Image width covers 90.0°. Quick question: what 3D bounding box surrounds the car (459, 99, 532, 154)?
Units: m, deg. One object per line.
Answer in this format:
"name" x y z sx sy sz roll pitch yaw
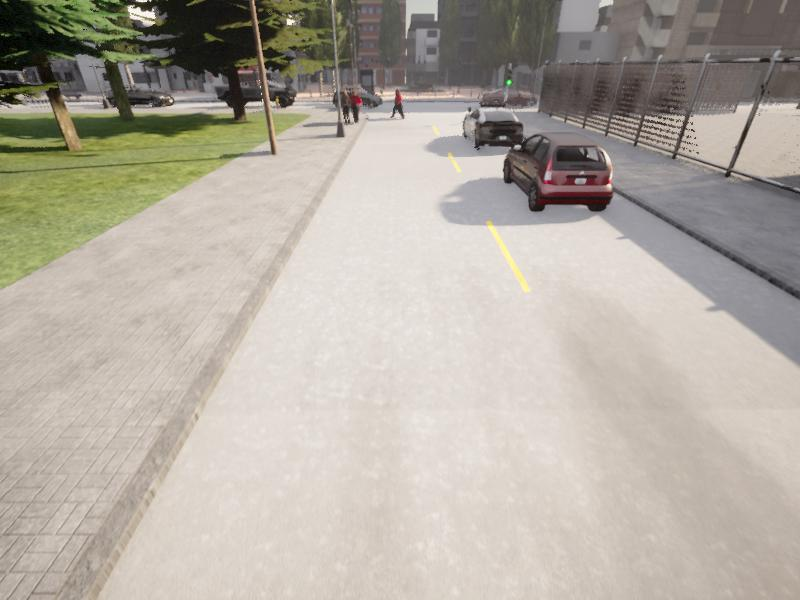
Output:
"car" 4.063 -7.935 18.002 1.930 1.638 5.238 0 31 -1

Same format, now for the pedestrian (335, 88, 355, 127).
"pedestrian" -3.042 -10.763 22.374 0.751 1.860 0.751 7 31 12

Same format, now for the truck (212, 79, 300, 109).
"truck" -11.946 -17.343 33.661 6.274 2.098 2.390 0 30 0

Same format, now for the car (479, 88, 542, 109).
"car" 9.240 -17.069 33.855 4.674 1.442 1.812 0 30 0

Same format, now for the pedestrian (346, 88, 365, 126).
"pedestrian" -2.498 -10.927 22.656 0.751 1.860 0.751 6 31 10

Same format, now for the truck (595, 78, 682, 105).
"truck" 22.008 -19.384 37.180 6.274 2.098 2.390 0 30 0

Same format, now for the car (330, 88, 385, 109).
"car" -3.480 -16.876 33.486 4.193 1.474 1.816 5 31 9

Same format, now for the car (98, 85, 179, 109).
"car" -21.935 -17.135 33.771 5.027 1.651 2.152 0 30 0

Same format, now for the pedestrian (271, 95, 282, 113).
"pedestrian" -9.046 -14.354 29.279 0.500 1.100 0.500 -1 30 -2

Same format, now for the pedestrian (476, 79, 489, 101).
"pedestrian" 8.149 -20.679 39.372 0.751 1.860 0.751 -19 35 -30

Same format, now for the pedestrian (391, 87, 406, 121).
"pedestrian" -0.107 -12.653 25.820 0.751 1.860 0.751 -10 32 -17

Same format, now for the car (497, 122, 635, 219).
"car" 4.015 -3.569 10.555 1.851 1.617 3.988 0 30 0
